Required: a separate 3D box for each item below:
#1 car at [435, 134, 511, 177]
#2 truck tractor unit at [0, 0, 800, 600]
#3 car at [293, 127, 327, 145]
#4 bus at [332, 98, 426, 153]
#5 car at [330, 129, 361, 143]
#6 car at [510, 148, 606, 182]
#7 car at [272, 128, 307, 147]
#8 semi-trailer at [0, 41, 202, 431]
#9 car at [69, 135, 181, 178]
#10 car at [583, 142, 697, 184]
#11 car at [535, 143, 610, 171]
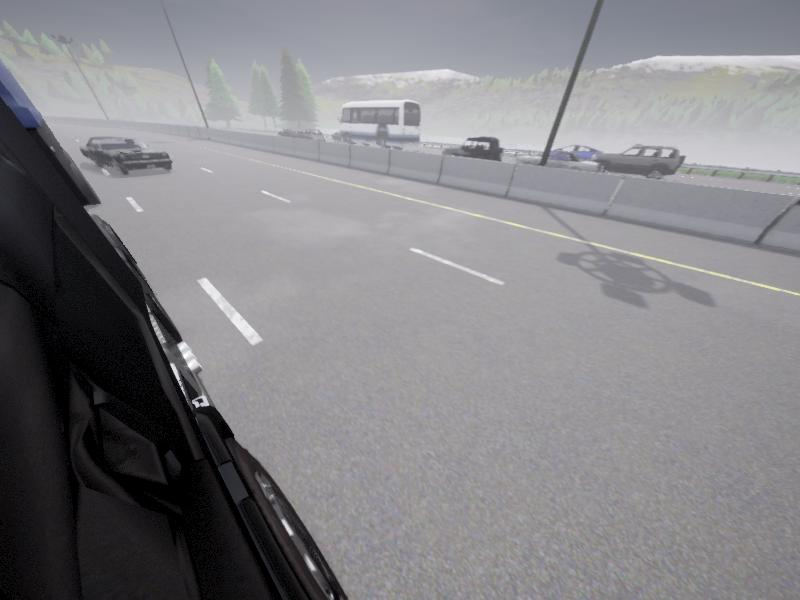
[{"bbox_3d":[4.520,-9.289,14.712,3.866,1.878,1.905,29,44,30],"label":"car"},{"bbox_3d":[-2.645,-0.295,0.351,6.516,4.208,3.053,28,44,30],"label":"truck tractor unit"},{"bbox_3d":[-11.269,-20.513,28.918,3.988,1.617,1.851,28,44,30],"label":"car"},{"bbox_3d":[-2.620,-19.567,25.988,10.273,4.253,3.944,28,44,30],"label":"bus"},{"bbox_3d":[-8.096,-24.282,34.200,4.514,1.525,2.007,29,44,30],"label":"car"},{"bbox_3d":[9.998,-8.834,14.940,4.718,1.301,1.895,29,44,30],"label":"car"},{"bbox_3d":[-12.439,-18.360,26.021,3.705,1.549,1.789,28,44,30],"label":"car"},{"bbox_3d":[-8.723,-3.589,4.201,14.254,4.402,2.717,28,44,29],"label":"semi-trailer"},{"bbox_3d":[-13.095,-6.977,11.042,4.718,1.301,1.895,21,40,22],"label":"car"},{"bbox_3d":[15.179,-9.029,15.026,4.605,1.855,1.932,27,43,31],"label":"car"},{"bbox_3d":[14.320,-12.111,19.377,4.514,1.525,2.007,29,44,30],"label":"car"}]
